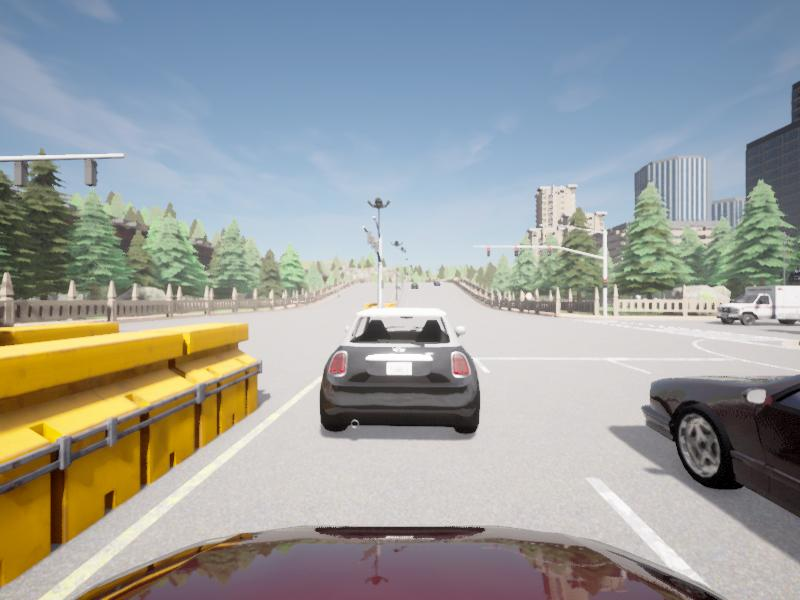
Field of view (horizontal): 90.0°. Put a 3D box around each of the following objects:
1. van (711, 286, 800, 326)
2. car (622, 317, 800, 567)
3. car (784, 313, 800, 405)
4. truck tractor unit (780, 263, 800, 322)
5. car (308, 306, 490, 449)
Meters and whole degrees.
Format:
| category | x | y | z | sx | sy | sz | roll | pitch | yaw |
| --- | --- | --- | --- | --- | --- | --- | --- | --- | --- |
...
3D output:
| category | x | y | z | sx | sy | sz | roll | pitch | yaw |
| --- | --- | --- | --- | --- | --- | --- | --- | --- | --- |
| van | 23.791 | 0.375 | 25.292 | 6.366 | 2.431 | 2.351 | 0 | 0 | 2 |
| car | 3.389 | 0.894 | 1.761 | 2.033 | 1.411 | 5.357 | 0 | 0 | 2 |
| car | 6.991 | 0.907 | 4.212 | 1.994 | 1.385 | 4.181 | 0 | 0 | 2 |
| truck tractor unit | 31.837 | -0.527 | 28.491 | 6.516 | 4.208 | 3.053 | 0 | 0 | 2 |
| car | 0.069 | 0.852 | 6.213 | 1.970 | 1.475 | 3.806 | 0 | 0 | 3 |
